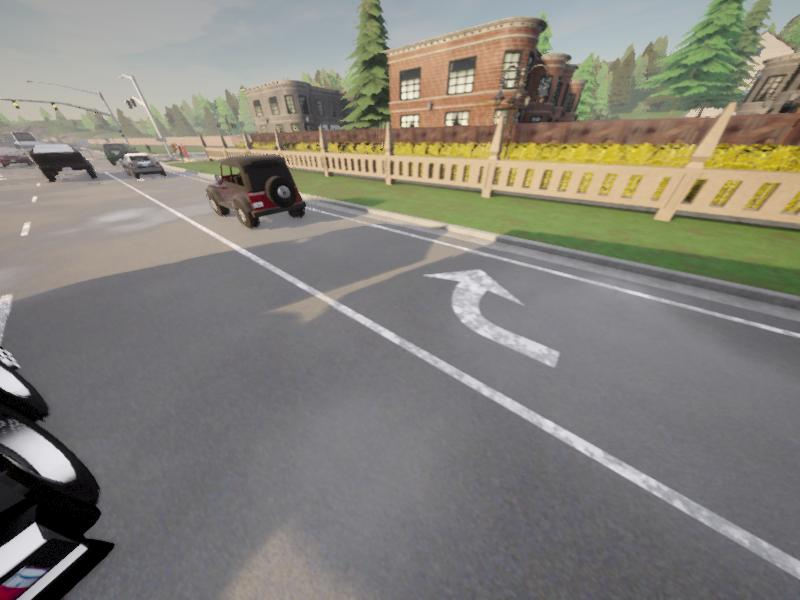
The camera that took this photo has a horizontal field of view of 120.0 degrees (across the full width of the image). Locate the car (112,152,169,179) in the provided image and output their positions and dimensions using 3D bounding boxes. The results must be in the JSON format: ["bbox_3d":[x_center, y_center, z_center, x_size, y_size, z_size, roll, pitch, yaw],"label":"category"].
[{"bbox_3d":[-19.843,-10.344,17.684,3.806,1.475,1.970,24,42,31],"label":"car"}]

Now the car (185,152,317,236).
[{"bbox_3d":[-4.958,-3.746,7.730,3.866,1.878,1.905,24,42,31],"label":"car"}]

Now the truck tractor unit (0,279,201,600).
[{"bbox_3d":[-5.144,-0.267,0.736,6.516,4.208,3.053,17,39,23],"label":"truck tractor unit"}]

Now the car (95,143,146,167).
[{"bbox_3d":[-31.808,-16.820,26.570,2.150,2.045,5.566,-22,40,-27],"label":"car"}]

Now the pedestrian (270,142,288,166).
[{"bbox_3d":[-11.433,-13.845,21.928,0.751,1.860,0.751,18,39,25],"label":"pedestrian"}]

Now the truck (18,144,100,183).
[{"bbox_3d":[-25.033,-10.317,17.170,6.274,2.098,2.390,26,43,32],"label":"truck"}]

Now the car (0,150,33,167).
[{"bbox_3d":[-43.995,-16.158,26.304,4.674,1.442,1.812,25,42,31],"label":"car"}]

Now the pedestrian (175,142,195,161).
[{"bbox_3d":[-25.478,-17.563,27.405,0.751,1.860,0.751,-1,35,0],"label":"pedestrian"}]

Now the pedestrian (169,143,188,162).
[{"bbox_3d":[-25.820,-17.230,26.934,0.751,1.860,0.751,16,38,22],"label":"pedestrian"}]

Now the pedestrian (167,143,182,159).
[{"bbox_3d":[-32.877,-21.739,33.717,0.751,1.860,0.751,25,42,31],"label":"pedestrian"}]
